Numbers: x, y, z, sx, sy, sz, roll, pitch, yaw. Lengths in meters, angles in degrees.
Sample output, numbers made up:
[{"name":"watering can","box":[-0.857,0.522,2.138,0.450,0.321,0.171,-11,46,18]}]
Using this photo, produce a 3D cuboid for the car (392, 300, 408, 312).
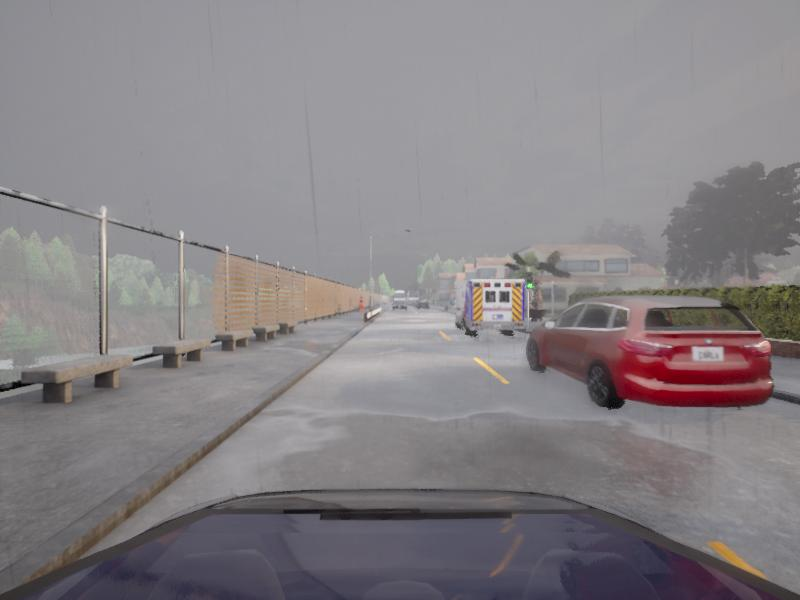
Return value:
[{"name":"car","box":[-0.032,0.772,57.589,2.152,1.651,5.027,0,0,0]}]

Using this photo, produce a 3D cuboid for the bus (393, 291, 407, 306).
[{"name":"bus","box":[0.051,-0.556,119.376,3.944,4.253,10.273,0,0,0]}]

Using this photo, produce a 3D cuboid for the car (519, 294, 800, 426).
[{"name":"car","box":[4.003,0.756,7.375,2.242,1.667,4.611,0,0,0]}]

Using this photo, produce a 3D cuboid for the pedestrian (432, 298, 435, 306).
[{"name":"pedestrian","box":[8.670,0.518,103.611,0.751,1.860,0.751,0,0,1]}]

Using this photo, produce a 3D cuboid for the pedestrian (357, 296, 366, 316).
[{"name":"pedestrian","box":[-3.626,0.528,37.707,0.751,1.860,0.751,0,0,0]}]

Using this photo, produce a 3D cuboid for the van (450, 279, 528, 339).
[{"name":"van","box":[4.003,0.375,19.364,2.351,2.431,6.366,0,0,0]}]
